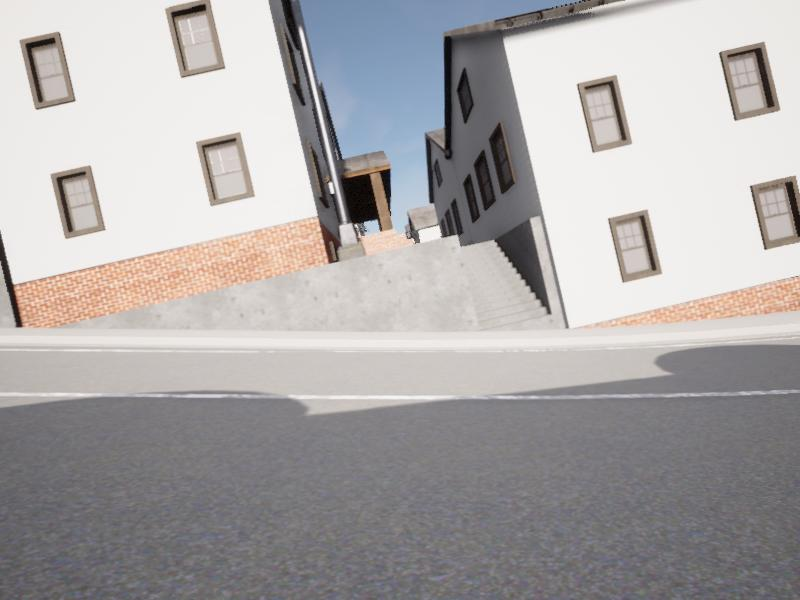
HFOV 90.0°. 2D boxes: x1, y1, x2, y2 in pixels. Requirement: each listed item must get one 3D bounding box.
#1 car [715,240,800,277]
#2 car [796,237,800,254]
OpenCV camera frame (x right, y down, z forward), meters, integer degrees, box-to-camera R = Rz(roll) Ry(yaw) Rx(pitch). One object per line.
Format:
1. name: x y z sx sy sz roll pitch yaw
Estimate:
1. car: 22.146 -2.489 24.229 2.163 1.488 4.792 -13 0 1
2. car: 25.531 -3.307 22.873 1.789 1.549 3.705 -13 0 0
